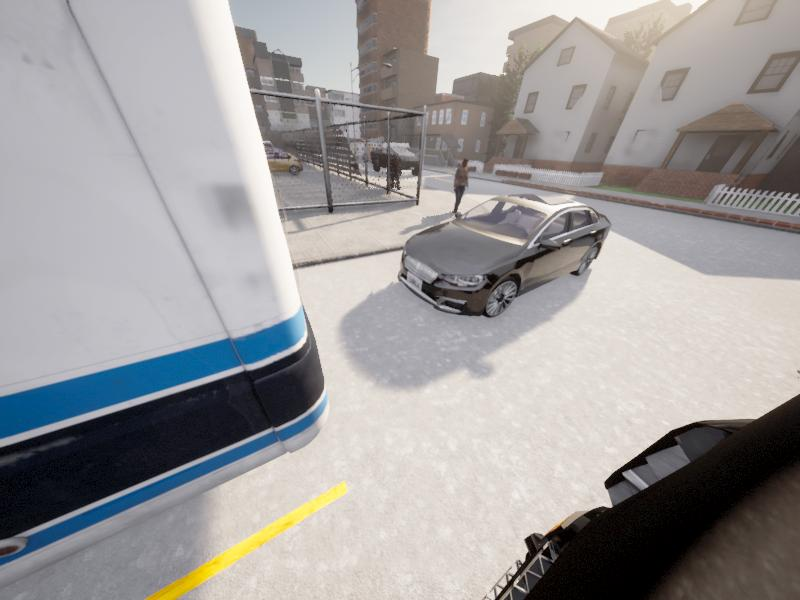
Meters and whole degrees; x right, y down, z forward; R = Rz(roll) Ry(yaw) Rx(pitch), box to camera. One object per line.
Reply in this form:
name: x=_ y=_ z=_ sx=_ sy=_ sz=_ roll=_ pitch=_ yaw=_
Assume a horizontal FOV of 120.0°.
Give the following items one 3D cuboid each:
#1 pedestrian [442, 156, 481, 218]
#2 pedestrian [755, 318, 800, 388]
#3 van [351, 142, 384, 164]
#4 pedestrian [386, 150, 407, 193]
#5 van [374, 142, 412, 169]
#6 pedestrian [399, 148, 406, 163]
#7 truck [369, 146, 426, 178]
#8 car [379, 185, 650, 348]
pedestrian: x=2.108 y=-3.950 z=8.134 sx=0.751 sy=1.860 sz=0.751 roll=-4 pitch=34 yaw=-10
pedestrian: x=5.140 y=0.230 z=2.259 sx=0.751 sy=1.860 sz=0.751 roll=11 pitch=34 yaw=12
van: x=-4.978 y=-22.126 z=34.668 sx=2.351 sy=2.431 sz=6.366 roll=-16 pitch=38 yaw=-26
pedestrian: x=-0.220 y=-6.687 z=12.075 sx=0.751 sy=1.860 sz=0.751 roll=-16 pitch=38 yaw=-26
van: x=-1.003 y=-18.112 z=28.828 sx=1.988 sy=2.561 sz=5.915 roll=-16 pitch=38 yaw=-26
pedestrian: x=0.372 y=-22.406 z=35.778 sx=0.751 sy=1.860 sz=0.751 roll=-13 pitch=37 yaw=-23
truck: x=-0.452 y=-12.825 z=21.311 sx=2.390 sy=2.098 sz=6.274 roll=-16 pitch=38 yaw=-25
car: x=2.265 y=-1.183 z=4.527 sx=4.902 sy=1.511 sz=2.128 roll=-18 pitch=39 yaw=-29
